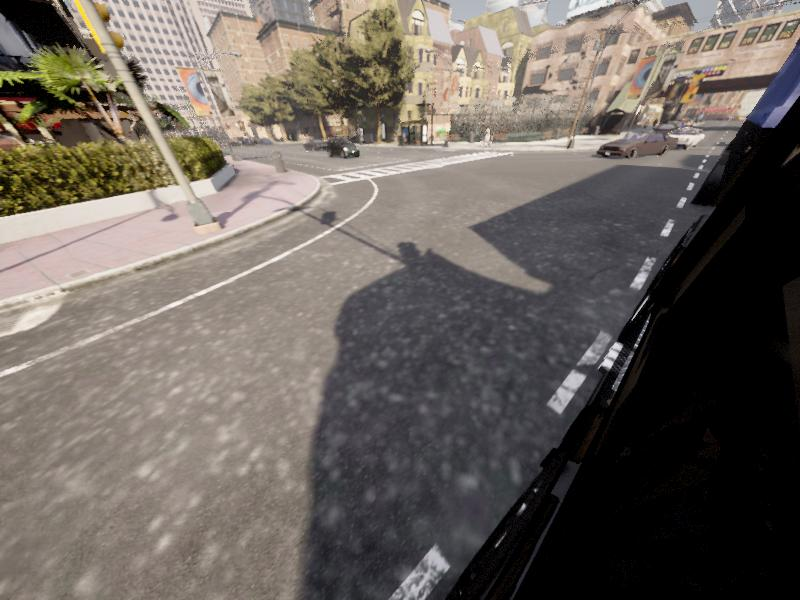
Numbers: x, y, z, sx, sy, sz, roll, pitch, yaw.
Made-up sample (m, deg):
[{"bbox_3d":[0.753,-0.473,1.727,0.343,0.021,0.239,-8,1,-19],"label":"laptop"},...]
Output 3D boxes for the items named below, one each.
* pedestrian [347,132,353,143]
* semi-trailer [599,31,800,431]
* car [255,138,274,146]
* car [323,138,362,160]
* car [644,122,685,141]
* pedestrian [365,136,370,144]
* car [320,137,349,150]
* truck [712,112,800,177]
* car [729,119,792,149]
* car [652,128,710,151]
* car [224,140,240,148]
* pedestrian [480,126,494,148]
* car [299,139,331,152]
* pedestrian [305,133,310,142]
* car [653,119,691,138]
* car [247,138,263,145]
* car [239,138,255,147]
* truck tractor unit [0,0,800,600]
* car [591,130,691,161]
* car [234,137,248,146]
[{"bbox_3d":[-10.134,-33.103,46.976,0.751,1.860,0.751,-14,38,-15],"label":"pedestrian"},{"bbox_3d":[8.645,-3.625,4.300,14.254,4.402,2.717,-29,44,-30],"label":"semi-trailer"},{"bbox_3d":[-34.150,-39.854,58.222,5.357,1.411,2.033,29,47,35],"label":"car"},{"bbox_3d":[-5.737,-15.071,22.952,1.851,1.617,3.988,-29,44,-31],"label":"car"},{"bbox_3d":[30.190,-19.238,26.391,5.008,1.535,2.097,-29,44,-31],"label":"car"},{"bbox_3d":[-5.724,-28.316,40.900,0.500,1.100,0.500,22,43,29],"label":"pedestrian"},{"bbox_3d":[-10.128,-24.194,35.604,2.163,1.488,4.792,-29,44,-31],"label":"car"},{"bbox_3d":[17.865,-7.701,11.161,6.274,2.098,2.390,-29,44,-31],"label":"truck"},{"bbox_3d":[28.082,-13.086,18.157,5.238,1.638,1.930,-29,44,-31],"label":"car"},{"bbox_3d":[22.886,-13.101,18.789,4.718,1.301,1.895,-25,42,-27],"label":"car"},{"bbox_3d":[-39.866,-37.131,54.928,1.994,1.385,4.181,-29,44,-31],"label":"car"},{"bbox_3d":[9.026,-17.010,24.138,0.751,1.860,0.751,-18,39,-20],"label":"pedestrian"},{"bbox_3d":[-12.433,-22.497,33.537,2.033,1.411,5.357,-29,44,-31],"label":"car"},{"bbox_3d":[-25.380,-44.521,63.282,0.751,1.860,0.751,-3,37,-1],"label":"pedestrian"},{"bbox_3d":[34.952,-22.049,29.667,4.553,1.767,2.185,-29,44,-31],"label":"car"},{"bbox_3d":[-39.743,-43.405,63.285,2.163,1.488,4.792,-29,44,-31],"label":"car"},{"bbox_3d":[-37.970,-39.147,57.324,2.033,1.649,4.856,-29,44,-31],"label":"car"},{"bbox_3d":[2.645,-0.295,0.351,6.516,4.208,3.053,-28,44,-30],"label":"truck tractor unit"},{"bbox_3d":[16.376,-10.650,15.813,5.357,1.411,2.033,-13,38,-14],"label":"car"},{"bbox_3d":[-42.158,-41.973,61.164,1.905,1.878,3.866,-29,44,-31],"label":"car"}]
